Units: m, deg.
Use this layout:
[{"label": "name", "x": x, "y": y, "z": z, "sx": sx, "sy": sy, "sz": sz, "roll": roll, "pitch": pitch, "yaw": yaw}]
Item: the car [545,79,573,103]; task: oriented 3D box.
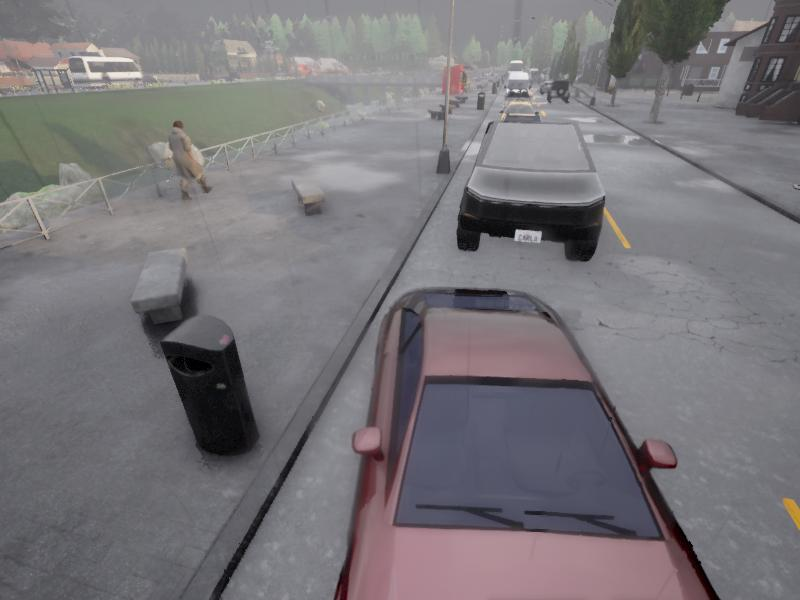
[{"label": "car", "x": 15.527, "y": -20.498, "z": 39.216, "sx": 1.905, "sy": 1.878, "sz": 3.866, "roll": 7, "pitch": 31, "yaw": 12}]

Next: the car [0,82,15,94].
[{"label": "car", "x": -52.882, "y": -27.129, "z": 51.235, "sx": 1.895, "sy": 1.301, "sz": 4.718, "roll": 7, "pitch": 31, "yaw": 12}]

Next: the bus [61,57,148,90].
[{"label": "bus", "x": -45.506, "y": -35.355, "z": 62.369, "sx": 3.944, "sy": 4.253, "sz": 10.273, "roll": 7, "pitch": 31, "yaw": 12}]

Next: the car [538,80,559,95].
[{"label": "car", "x": 18.658, "y": -26.728, "z": 50.351, "sx": 1.970, "sy": 1.475, "sz": 3.806, "roll": 7, "pitch": 31, "yaw": 12}]

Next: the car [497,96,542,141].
[{"label": "car", "x": 6.173, "y": -9.596, "z": 20.871, "sx": 1.801, "sy": 1.575, "sz": 5.366, "roll": 7, "pitch": 31, "yaw": 12}]

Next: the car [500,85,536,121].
[{"label": "car", "x": 8.052, "y": -13.589, "z": 27.408, "sx": 1.932, "sy": 1.855, "sz": 4.605, "roll": 7, "pitch": 31, "yaw": 12}]

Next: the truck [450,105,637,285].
[{"label": "truck", "x": 2.772, "y": -2.831, "z": 8.780, "sx": 2.390, "sy": 2.098, "sz": 6.274, "roll": 7, "pitch": 31, "yaw": 12}]

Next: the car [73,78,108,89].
[{"label": "car", "x": -49.283, "y": -34.559, "z": 63.855, "sx": 1.970, "sy": 1.475, "sz": 3.806, "roll": 7, "pitch": 31, "yaw": 12}]

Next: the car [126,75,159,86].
[{"label": "car", "x": -46.724, "y": -39.923, "z": 72.781, "sx": 2.033, "sy": 1.649, "sz": 4.856, "roll": 7, "pitch": 31, "yaw": 12}]

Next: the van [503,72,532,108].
[{"label": "van", "x": 10.450, "y": -18.815, "z": 35.700, "sx": 1.988, "sy": 2.561, "sz": 5.915, "roll": 7, "pitch": 31, "yaw": 12}]

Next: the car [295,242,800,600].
[{"label": "car", "x": 0.686, "y": 1.022, "z": 2.936, "sx": 1.994, "sy": 1.385, "sz": 4.181, "roll": 2, "pitch": 30, "yaw": 2}]

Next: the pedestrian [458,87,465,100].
[{"label": "pedestrian", "x": 6.106, "y": -20.614, "z": 39.954, "sx": 0.500, "sy": 1.100, "sz": 0.500, "roll": -3, "pitch": 30, "yaw": -5}]

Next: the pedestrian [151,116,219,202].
[{"label": "pedestrian", "x": -5.270, "y": -3.481, "z": 9.911, "sx": 0.751, "sy": 1.860, "sz": 0.751, "roll": 7, "pitch": 31, "yaw": 12}]

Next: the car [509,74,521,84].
[{"label": "car", "x": 22.743, "y": -43.697, "z": 79.163, "sx": 2.033, "sy": 1.649, "sz": 4.856, "roll": 7, "pitch": 31, "yaw": 12}]

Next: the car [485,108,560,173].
[{"label": "car", "x": 4.505, "y": -6.140, "z": 15.025, "sx": 2.128, "sy": 1.511, "sz": 4.902, "roll": 7, "pitch": 31, "yaw": 12}]
